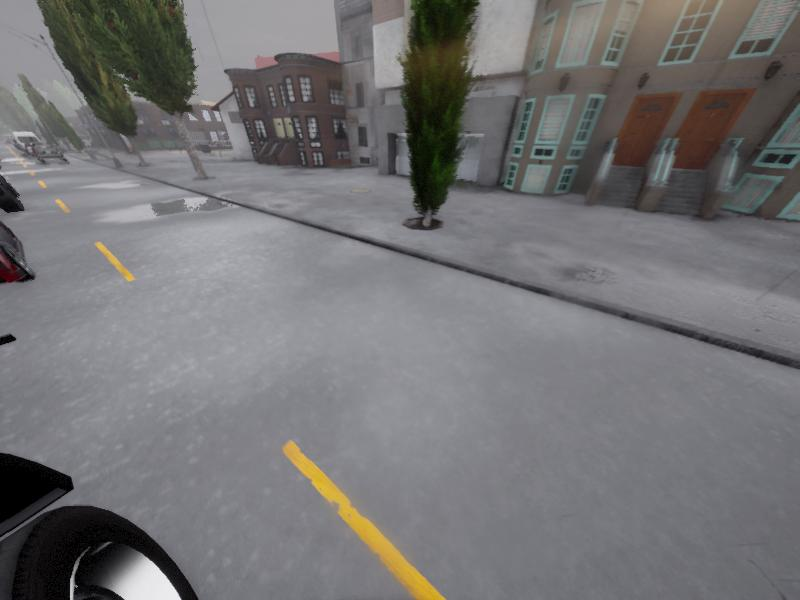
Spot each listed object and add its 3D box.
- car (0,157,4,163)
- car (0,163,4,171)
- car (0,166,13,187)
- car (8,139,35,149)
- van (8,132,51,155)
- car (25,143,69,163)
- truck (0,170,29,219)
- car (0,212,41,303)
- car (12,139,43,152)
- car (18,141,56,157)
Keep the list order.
[{"bbox_3d":[-41.459,-14.595,22.624,4.605,1.855,1.932,23,41,28],"label":"car"},{"bbox_3d":[-32.750,-10.906,17.734,5.366,1.575,1.801,22,41,28],"label":"car"},{"bbox_3d":[-23.502,-7.098,12.464,4.902,1.511,2.128,22,41,28],"label":"car"},{"bbox_3d":[-78.900,-32.588,48.126,4.611,1.667,2.242,22,41,28],"label":"car"},{"bbox_3d":[-52.269,-22.121,32.607,5.915,2.561,1.988,22,41,28],"label":"van"},{"bbox_3d":[-36.540,-15.265,23.903,3.705,1.549,1.789,22,41,28],"label":"car"},{"bbox_3d":[-15.953,-4.249,7.981,6.274,2.098,2.390,22,41,28],"label":"truck"},{"bbox_3d":[-8.605,-0.944,3.990,4.181,1.385,1.994,22,41,28],"label":"car"},{"bbox_3d":[-61.677,-25.588,38.248,4.856,1.649,2.033,22,41,28],"label":"car"},{"bbox_3d":[-46.154,-19.224,29.388,3.988,1.617,1.851,22,41,28],"label":"car"}]
